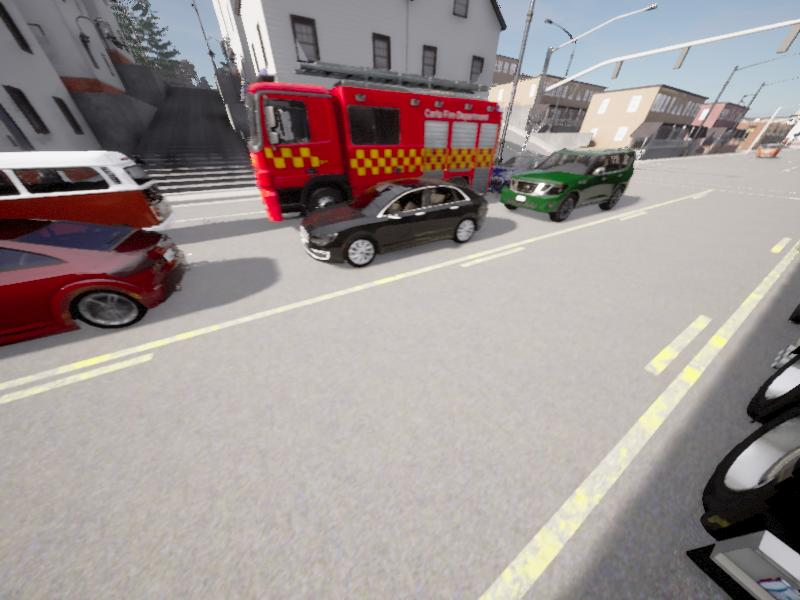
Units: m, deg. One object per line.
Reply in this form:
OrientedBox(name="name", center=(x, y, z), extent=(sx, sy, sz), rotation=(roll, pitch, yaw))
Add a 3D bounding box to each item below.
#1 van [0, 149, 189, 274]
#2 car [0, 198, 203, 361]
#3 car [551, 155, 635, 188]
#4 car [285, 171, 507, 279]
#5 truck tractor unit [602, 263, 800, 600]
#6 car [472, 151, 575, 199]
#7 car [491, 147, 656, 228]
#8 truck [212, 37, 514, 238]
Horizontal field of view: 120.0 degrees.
OrientedBox(name="van", center=(-8.117, -2.042, 5.077), extent=(4.480, 2.038, 2.069), rotation=(-18, 39, -24))
OrientedBox(name="car", center=(-5.657, -0.245, 3.106), extent=(4.181, 1.385, 1.994), rotation=(-17, 38, -23))
OrientedBox(name="car", center=(12.672, -8.536, 15.152), extent=(5.357, 1.411, 2.033), rotation=(-20, 40, -26))
OrientedBox(name="car", center=(0.062, -2.164, 5.802), extent=(4.892, 1.490, 1.837), rotation=(-18, 39, -24))
OrientedBox(name="truck tractor unit", center=(5.111, -0.299, 0.788), extent=(6.516, 4.208, 3.053), rotation=(-18, 39, -24))
OrientedBox(name="car", center=(6.332, -6.628, 12.002), extent=(4.553, 1.767, 2.097), rotation=(-18, 39, -24))
OrientedBox(name="car", center=(6.450, -4.463, 8.674), extent=(5.566, 2.045, 2.150), rotation=(-18, 39, -24))
OrientedBox(name="truck", center=(-0.551, -5.229, 8.159), extent=(8.468, 3.827, 2.891), rotation=(-18, 39, -24))
